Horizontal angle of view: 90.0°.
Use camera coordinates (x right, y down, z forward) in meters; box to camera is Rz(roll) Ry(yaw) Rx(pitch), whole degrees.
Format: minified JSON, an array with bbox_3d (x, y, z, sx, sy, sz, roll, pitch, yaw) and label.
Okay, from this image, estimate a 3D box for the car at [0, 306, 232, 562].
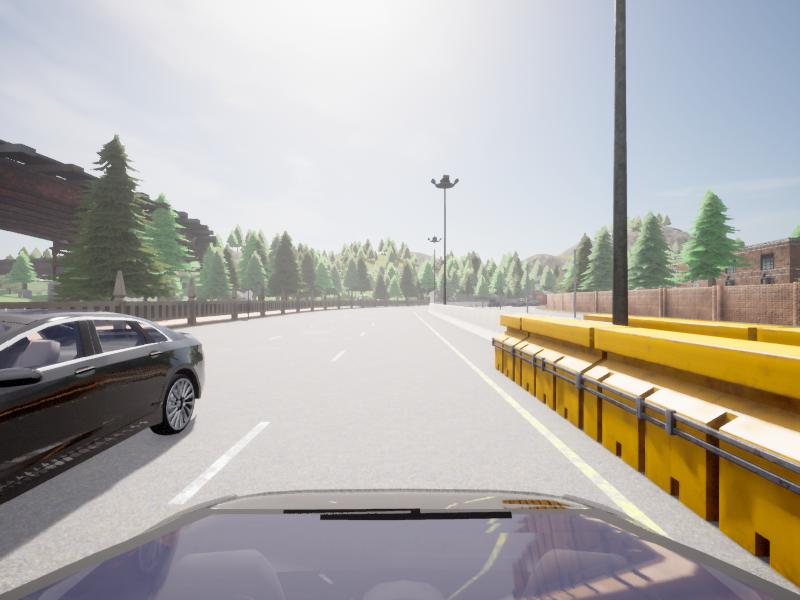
[{"bbox_3d":[-3.500,0.837,3.363,2.128,1.511,4.902,0,0,0],"label":"car"}]
